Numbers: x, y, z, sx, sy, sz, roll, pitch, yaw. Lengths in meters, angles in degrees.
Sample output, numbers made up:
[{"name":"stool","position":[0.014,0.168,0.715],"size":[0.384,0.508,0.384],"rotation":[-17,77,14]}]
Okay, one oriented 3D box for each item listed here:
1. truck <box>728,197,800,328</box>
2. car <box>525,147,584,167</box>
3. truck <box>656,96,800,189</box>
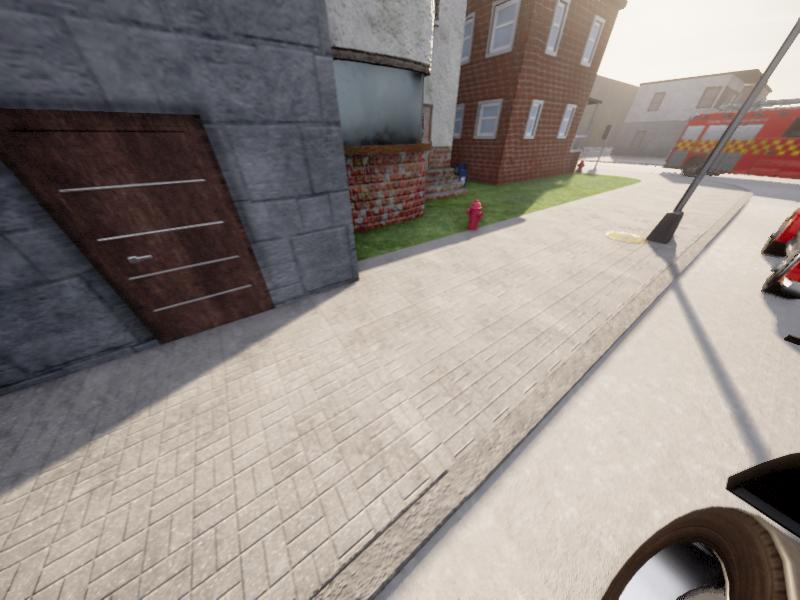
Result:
[{"name":"truck","position":[8.181,-1.145,3.345],"size":[5.204,2.467,2.627],"rotation":[-21,40,-28]},{"name":"car","position":[14.947,-14.102,22.617],"size":[1.994,1.385,4.181],"rotation":[-22,41,-28]},{"name":"truck","position":[21.014,-8.535,12.551],"size":[2.891,3.827,8.468],"rotation":[-10,36,-14]}]
